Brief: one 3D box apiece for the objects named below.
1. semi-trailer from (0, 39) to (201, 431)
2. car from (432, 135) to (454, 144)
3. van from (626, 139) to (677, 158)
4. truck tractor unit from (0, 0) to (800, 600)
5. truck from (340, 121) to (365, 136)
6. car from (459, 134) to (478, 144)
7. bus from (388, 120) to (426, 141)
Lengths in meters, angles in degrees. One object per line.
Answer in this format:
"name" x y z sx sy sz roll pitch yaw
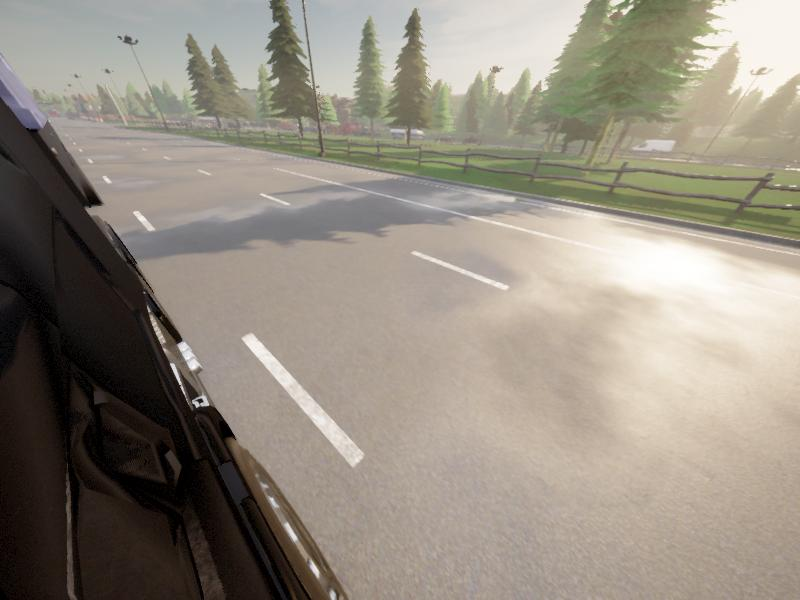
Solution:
"semi-trailer" -8.696 -3.595 4.246 14.254 4.402 2.717 28 43 30
"car" 11.216 -41.814 59.995 5.027 1.651 2.152 28 43 30
"van" 47.089 -28.576 43.460 5.915 2.561 1.988 28 43 30
"truck tractor unit" -2.645 -0.295 0.351 6.516 4.208 3.053 28 44 30
"truck" -15.921 -57.364 77.144 8.468 3.827 2.891 28 43 30
"car" 17.648 -41.311 59.320 3.866 1.878 1.905 28 43 30
"bus" 1.778 -47.972 65.256 10.273 4.253 3.944 28 43 30
